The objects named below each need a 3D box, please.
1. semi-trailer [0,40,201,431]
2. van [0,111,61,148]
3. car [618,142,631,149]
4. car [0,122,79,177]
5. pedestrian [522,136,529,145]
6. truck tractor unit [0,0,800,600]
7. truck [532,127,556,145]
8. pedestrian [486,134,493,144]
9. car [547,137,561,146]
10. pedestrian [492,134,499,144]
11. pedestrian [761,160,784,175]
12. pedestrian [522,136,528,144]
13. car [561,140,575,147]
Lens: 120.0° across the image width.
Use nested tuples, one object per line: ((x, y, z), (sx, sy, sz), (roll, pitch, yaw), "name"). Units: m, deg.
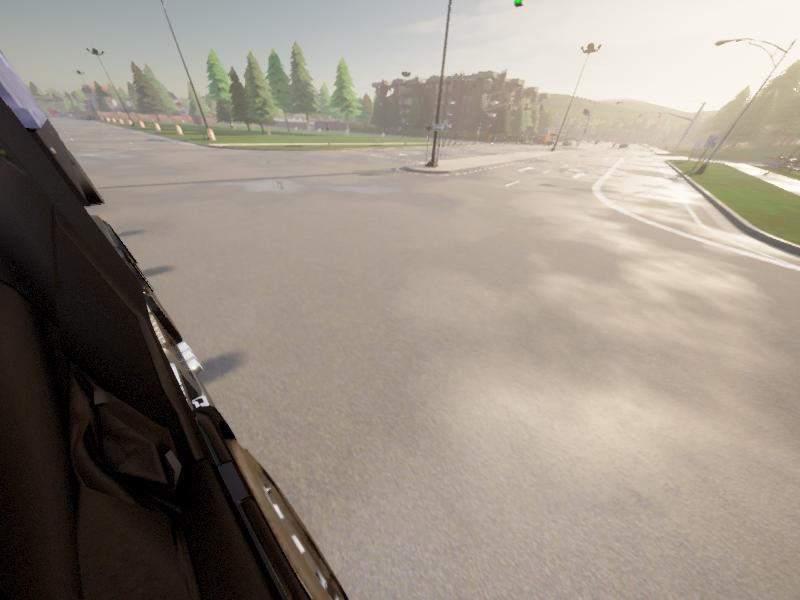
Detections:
((-8.682, -3.616, 4.244), (14.254, 4.402, 2.717), (28, 44, 30), "semi-trailer")
((-27.929, -12.918, 17.474), (4.442, 1.987, 1.775), (28, 43, 30), "van")
((63.988, -44.054, 65.754), (1.930, 1.638, 5.238), (28, 43, 30), "car")
((-17.120, -6.983, 10.538), (5.027, 1.651, 2.152), (28, 43, 30), "car")
((32.942, -41.904, 60.553), (0.751, 1.860, 0.751), (32, 45, 33), "pedestrian")
((-2.645, -0.295, 0.351), (6.516, 4.208, 3.053), (28, 44, 30), "truck tractor unit")
((40.628, -46.159, 65.172), (2.891, 3.827, 8.468), (28, 43, 30), "truck")
((21.338, -38.468, 55.159), (0.751, 1.860, 0.751), (30, 44, 32), "pedestrian")
((41.351, -42.626, 62.121), (1.905, 1.878, 3.866), (28, 43, 30), "car")
((23.713, -39.936, 57.285), (0.751, 1.860, 0.751), (30, 45, 32), "pedestrian")
((32.671, -11.622, 20.259), (0.500, 1.100, 0.500), (31, 45, 33), "pedestrian")
((33.168, -42.342, 61.156), (0.751, 1.860, 0.751), (21, 40, 23), "pedestrian")
((44.141, -41.128, 60.605), (1.837, 1.490, 4.892), (28, 43, 30), "car")
